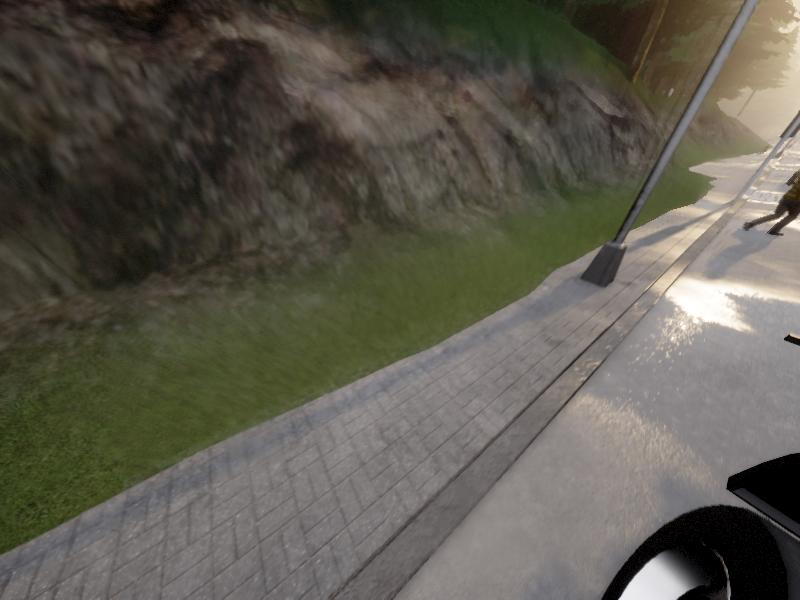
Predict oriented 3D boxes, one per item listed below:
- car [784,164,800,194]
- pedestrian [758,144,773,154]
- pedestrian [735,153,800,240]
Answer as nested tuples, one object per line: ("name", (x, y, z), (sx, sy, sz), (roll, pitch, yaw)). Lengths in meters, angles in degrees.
("car", (20.990, -6.105, 10.931), (4.611, 1.667, 2.242), (-25, 42, -30))
("pedestrian", (49.071, -20.232, 30.987), (0.500, 1.100, 0.500), (-11, 37, -14))
("pedestrian", (10.004, -2.608, 5.861), (0.751, 1.860, 0.751), (21, 40, 27))
